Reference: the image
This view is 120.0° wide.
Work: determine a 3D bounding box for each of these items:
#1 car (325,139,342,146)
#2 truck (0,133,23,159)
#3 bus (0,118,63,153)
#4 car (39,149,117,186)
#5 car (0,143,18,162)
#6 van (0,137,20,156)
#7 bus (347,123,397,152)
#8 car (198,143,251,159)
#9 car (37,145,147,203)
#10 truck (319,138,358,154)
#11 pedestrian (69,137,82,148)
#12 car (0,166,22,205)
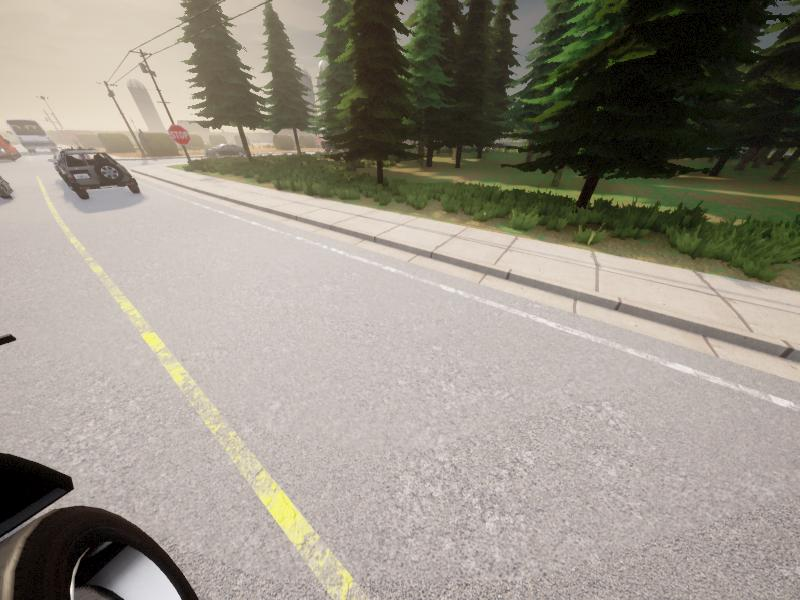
[{"bbox_3d":[-20.737,-49.167,72.020,4.553,1.767,2.097,21,40,26],"label":"car"},{"bbox_3d":[-48.472,-18.479,27.654,5.204,2.467,2.627,23,41,29],"label":"truck"},{"bbox_3d":[-60.828,-26.986,38.089,10.273,4.253,3.944,23,41,29],"label":"bus"},{"bbox_3d":[-19.327,-8.062,13.886,4.514,1.525,2.007,25,42,31],"label":"car"},{"bbox_3d":[-42.111,-15.372,24.036,3.988,1.617,1.851,23,41,29],"label":"car"},{"bbox_3d":[-55.442,-21.319,32.014,4.480,2.038,2.069,23,41,29],"label":"van"},{"bbox_3d":[-5.178,-32.263,46.039,3.944,4.253,10.273,21,40,27],"label":"bus"},{"bbox_3d":[-22.851,-19.552,30.248,2.128,1.511,4.902,21,40,27],"label":"car"},{"bbox_3d":[-14.102,-5.926,10.585,4.605,1.855,1.932,23,41,29],"label":"car"},{"bbox_3d":[-10.479,-26.738,40.027,2.390,2.098,6.274,21,40,27],"label":"truck"},{"bbox_3d":[-69.252,-33.677,49.308,0.751,1.860,0.751,28,44,33],"label":"pedestrian"},{"bbox_3d":[-18.186,-4.996,9.554,4.902,1.511,2.128,23,41,29],"label":"car"}]
